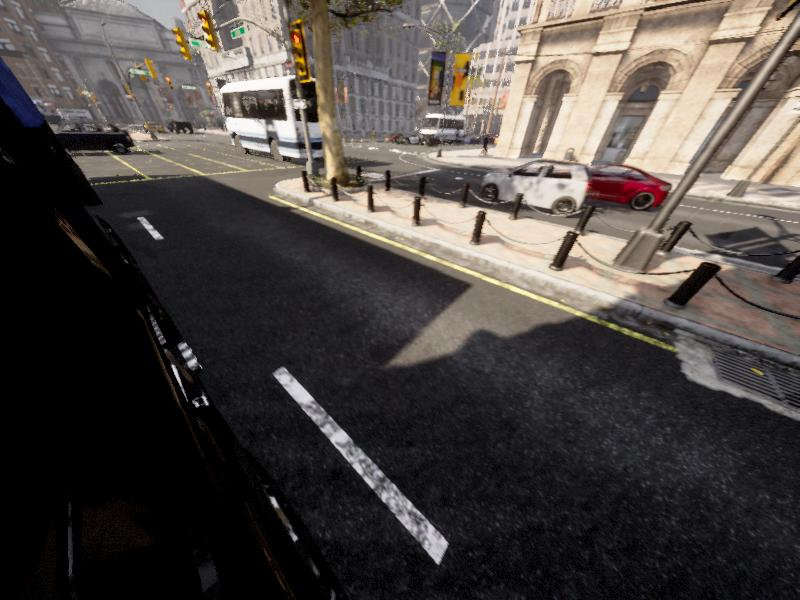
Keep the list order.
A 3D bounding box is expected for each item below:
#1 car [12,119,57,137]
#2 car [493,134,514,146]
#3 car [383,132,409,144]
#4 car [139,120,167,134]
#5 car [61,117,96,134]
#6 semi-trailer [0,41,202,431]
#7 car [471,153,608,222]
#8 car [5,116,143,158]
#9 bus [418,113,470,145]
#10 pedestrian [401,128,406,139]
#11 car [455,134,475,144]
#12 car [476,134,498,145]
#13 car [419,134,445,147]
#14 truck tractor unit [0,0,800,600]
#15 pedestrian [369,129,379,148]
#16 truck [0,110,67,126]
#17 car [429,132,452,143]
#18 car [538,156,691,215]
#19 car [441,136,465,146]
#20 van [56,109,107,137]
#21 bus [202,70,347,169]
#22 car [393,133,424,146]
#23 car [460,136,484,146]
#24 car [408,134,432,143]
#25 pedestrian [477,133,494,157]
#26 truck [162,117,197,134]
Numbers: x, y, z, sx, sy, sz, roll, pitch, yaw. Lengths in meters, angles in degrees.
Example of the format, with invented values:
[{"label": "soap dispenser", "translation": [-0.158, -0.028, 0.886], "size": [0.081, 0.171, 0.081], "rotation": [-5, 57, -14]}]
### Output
[{"label": "car", "translation": [-39.313, -18.593, 24.957], "size": [5.357, 1.411, 2.033], "rotation": [28, 44, 30]}, {"label": "car", "translation": [20.904, -32.213, 46.547], "size": [2.097, 1.767, 4.553], "rotation": [28, 44, 30]}, {"label": "car", "translation": [-0.628, -27.124, 38.709], "size": [1.812, 1.442, 4.674], "rotation": [28, 44, 30]}, {"label": "car", "translation": [-39.906, -27.961, 37.307], "size": [5.366, 1.575, 1.801], "rotation": [28, 44, 30]}, {"label": "car", "translation": [-43.292, -23.535, 31.131], "size": [4.856, 1.649, 2.033], "rotation": [28, 44, 30]}, {"label": "semi-trailer", "translation": [-8.712, -3.587, 4.226], "size": [14.254, 4.402, 2.717], "rotation": [28, 44, 30]}, {"label": "car", "translation": [4.788, -4.218, 8.315], "size": [3.633, 1.501, 1.845], "rotation": [28, 44, 30]}, {"label": "car", "translation": [-20.255, -10.383, 14.736], "size": [1.932, 1.855, 4.605], "rotation": [28, 43, 30]}, {"label": "bus", "translation": [8.043, -30.817, 41.837], "size": [3.944, 4.253, 10.273], "rotation": [28, 44, 30]}, {"label": "pedestrian", "translation": [0.736, -36.924, 51.264], "size": [0.751, 1.860, 0.751], "rotation": [-24, 44, -31]}, {"label": "car", "translation": [13.687, -33.700, 48.319], "size": [2.007, 1.525, 4.514], "rotation": [28, 44, 30]}, {"label": "car", "translation": [18.326, -33.675, 48.490], "size": [2.152, 1.651, 5.027], "rotation": [28, 44, 30]}, {"label": "car", "translation": [4.939, -24.444, 35.438], "size": [1.816, 1.474, 4.193], "rotation": [28, 44, 30]}, {"label": "truck tractor unit", "translation": [-2.645, -0.295, 0.351], "size": [6.516, 4.208, 3.053], "rotation": [28, 44, 30]}, {"label": "pedestrian", "translation": [-3.131, -19.512, 27.978], "size": [0.751, 1.860, 0.751], "rotation": [28, 43, 30]}, {"label": "truck", "translation": [-71.098, -35.509, 45.050], "size": [6.274, 2.098, 2.390], "rotation": [-18, 41, -25]}, {"label": "car", "translation": [8.277, -33.325, 47.363], "size": [2.242, 1.667, 4.611], "rotation": [28, 44, 30]}, {"label": "car", "translation": [8.501, -4.907, 9.600], "size": [4.181, 1.385, 1.994], "rotation": [28, 44, 30]}, {"label": "car", "translation": [9.103, -27.237, 39.580], "size": [1.895, 1.301, 4.718], "rotation": [28, 44, 30]}, {"label": "van", "translation": [-37.402, -20.734, 27.075], "size": [6.366, 2.431, 2.351], "rotation": [28, 44, 30]}, {"label": "bus", "translation": [-8.850, -12.472, 16.255], "size": [10.273, 4.253, 3.944], "rotation": [28, 44, 29]}, {"label": "car", "translation": [1.379, -25.271, 36.279], "size": [2.038, 1.542, 4.974], "rotation": [28, 43, 30]}, {"label": "car", "translation": [13.703, -30.408, 44.025], "size": [2.033, 1.411, 5.357], "rotation": [28, 44, 30]}, {"label": "car", "translation": [3.736, -30.092, 43.072], "size": [1.895, 1.301, 4.718], "rotation": [28, 44, 30]}, {"label": "pedestrian", "translation": [8.122, -14.673, 21.941], "size": [0.751, 1.860, 0.751], "rotation": [-15, 40, -22]}, {"label": "truck", "translation": [-37.574, -29.670, 39.298], "size": [6.274, 2.098, 2.390], "rotation": [28, 44, 30]}]
